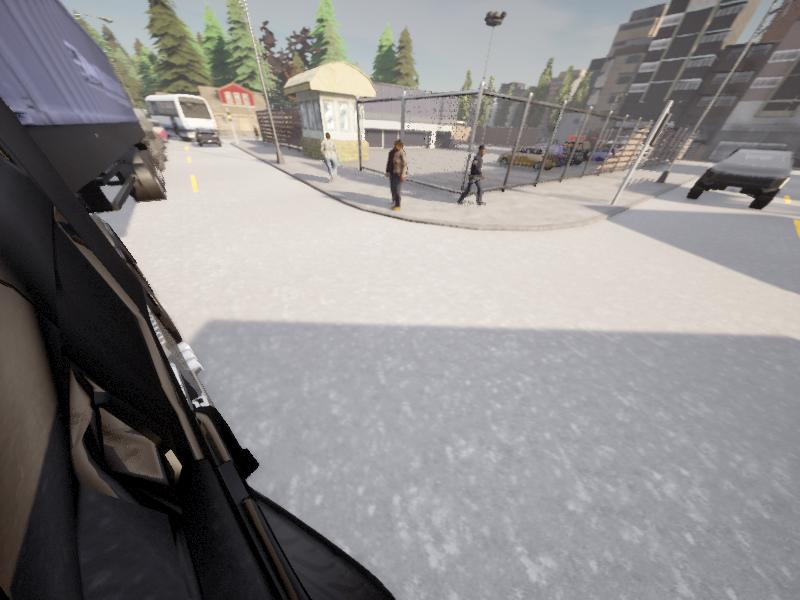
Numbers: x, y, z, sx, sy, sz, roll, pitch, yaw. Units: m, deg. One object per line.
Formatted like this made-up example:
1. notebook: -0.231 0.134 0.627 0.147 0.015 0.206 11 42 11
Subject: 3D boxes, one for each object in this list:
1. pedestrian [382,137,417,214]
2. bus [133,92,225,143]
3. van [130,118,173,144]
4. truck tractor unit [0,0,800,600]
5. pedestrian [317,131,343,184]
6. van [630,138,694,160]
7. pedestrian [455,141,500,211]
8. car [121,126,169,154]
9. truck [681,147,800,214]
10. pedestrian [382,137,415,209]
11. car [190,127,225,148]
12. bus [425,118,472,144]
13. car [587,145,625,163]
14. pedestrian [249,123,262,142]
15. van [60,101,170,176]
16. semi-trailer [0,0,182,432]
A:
1. pedestrian: -0.071 -3.622 6.789 0.751 1.860 0.751 -9 38 -15
2. bus: -26.782 -22.029 28.074 10.273 4.253 3.944 24 41 26
3. van: -25.636 -17.434 23.850 4.442 1.987 1.775 29 44 31
4. truck tractor unit: -2.645 -0.295 0.351 6.516 4.208 3.053 28 44 30
5. pedestrian: -2.972 -6.126 9.976 0.751 1.860 0.751 -3 37 -8
6. van: 41.202 -23.942 36.555 1.988 2.561 5.915 -22 43 -30
7. pedestrian: 2.463 -4.007 7.474 0.751 1.860 0.751 28 43 30
8. car: -19.467 -12.402 17.832 1.789 1.549 3.705 -23 43 -30
9. truck: 16.417 -5.922 10.987 6.274 2.098 2.390 -22 43 -30
10. pedestrian: -0.079 -3.992 7.286 0.751 1.860 0.751 14 38 15
11. car: -19.493 -16.453 23.329 2.128 1.511 4.902 -22 43 -30
12. bus: 11.011 -38.294 52.489 10.273 4.253 3.944 -22 43 -30
13. car: 23.164 -16.422 25.938 3.705 1.547 1.789 -22 43 -30
14. pedestrian: -18.277 -21.193 29.280 0.751 1.860 0.751 -5 37 -11
15. van: -14.014 -8.409 11.971 1.988 2.561 5.915 -22 43 -29
16. semi-trailer: -7.856 -4.058 4.925 2.717 4.402 14.254 -24 44 -31
